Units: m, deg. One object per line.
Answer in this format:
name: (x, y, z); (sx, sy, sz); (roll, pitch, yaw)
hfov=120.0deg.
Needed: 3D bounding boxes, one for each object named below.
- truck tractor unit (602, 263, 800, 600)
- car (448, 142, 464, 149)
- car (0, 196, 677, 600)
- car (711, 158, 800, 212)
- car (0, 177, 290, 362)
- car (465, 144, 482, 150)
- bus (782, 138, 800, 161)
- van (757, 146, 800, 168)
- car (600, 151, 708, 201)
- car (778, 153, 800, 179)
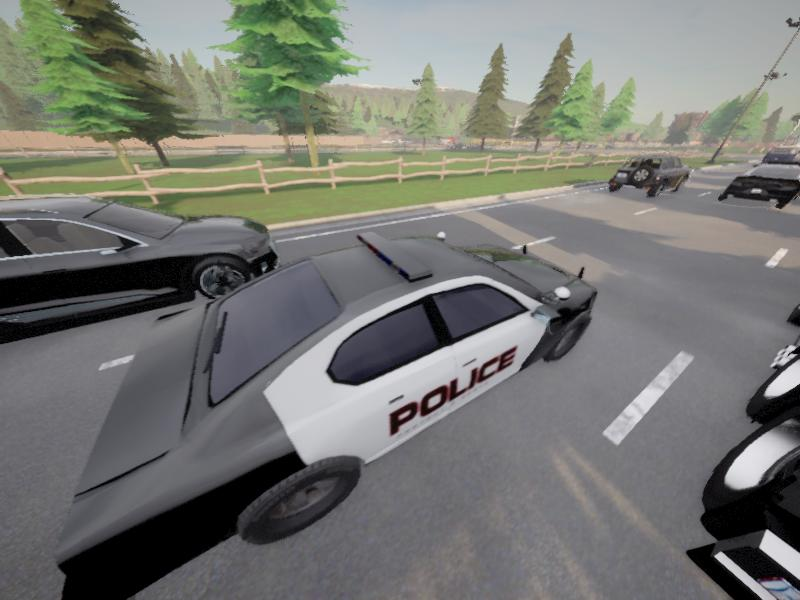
truck tractor unit: (5.117, -0.291, 0.791); (6.516, 4.208, 3.053); (-18, 39, -24)
car: (17.437, -48.306, 72.117); (4.605, 1.855, 1.932); (-18, 39, -25)
car: (0.257, 0.081, 2.569); (4.974, 1.542, 2.038); (-18, 39, -25)
car: (17.184, -5.457, 10.638); (5.238, 1.638, 1.930); (-18, 39, -25)
car: (-4.637, -0.678, 3.520); (4.856, 1.649, 2.033); (-18, 39, -24)
car: (21.517, -44.820, 67.569); (4.181, 1.385, 1.994); (-18, 39, -25)
bus: (65.024, -21.981, 32.675); (3.944, 4.253, 10.273); (-18, 39, -24)
van: (44.003, -16.607, 26.692); (4.442, 1.987, 1.775); (-18, 39, -25)
car: (13.042, -6.517, 11.908); (4.605, 1.855, 1.932); (-18, 39, -24)
car: (32.478, -10.433, 17.949); (4.611, 1.667, 2.242); (-18, 39, -25)
